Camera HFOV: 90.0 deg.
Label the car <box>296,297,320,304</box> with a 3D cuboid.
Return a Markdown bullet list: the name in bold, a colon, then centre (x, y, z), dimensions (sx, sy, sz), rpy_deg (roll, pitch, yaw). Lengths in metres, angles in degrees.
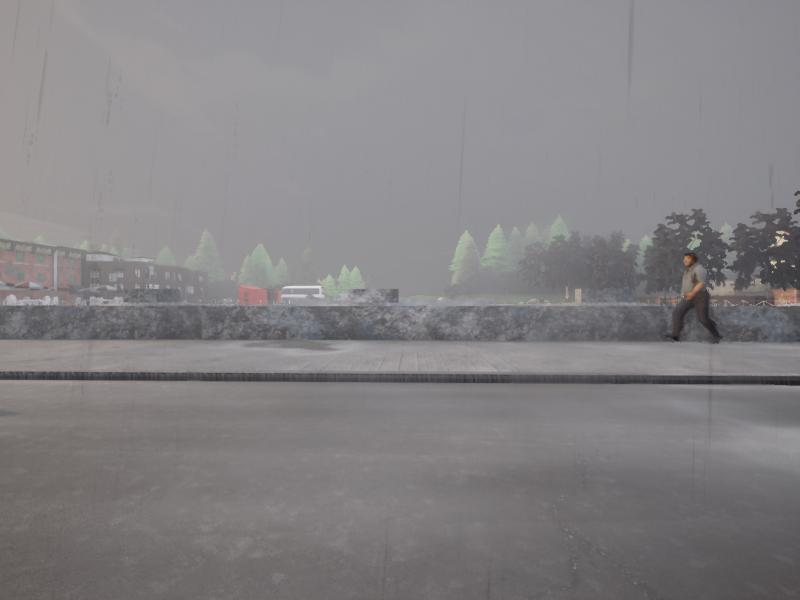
- **car**: centre (-20.642, 0.168, 89.879), dimensions (4.856, 1.649, 2.033), rpy_deg (0, 0, 2)

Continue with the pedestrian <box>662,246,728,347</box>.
- **pedestrian**: centre (5.719, -0.067, 7.800), dimensions (0.751, 1.860, 0.751), rpy_deg (0, 0, 2)

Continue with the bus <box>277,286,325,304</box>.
- **bus**: centre (-23.066, -1.139, 93.840), dimensions (10.273, 4.253, 3.944), rpy_deg (0, 0, 2)
